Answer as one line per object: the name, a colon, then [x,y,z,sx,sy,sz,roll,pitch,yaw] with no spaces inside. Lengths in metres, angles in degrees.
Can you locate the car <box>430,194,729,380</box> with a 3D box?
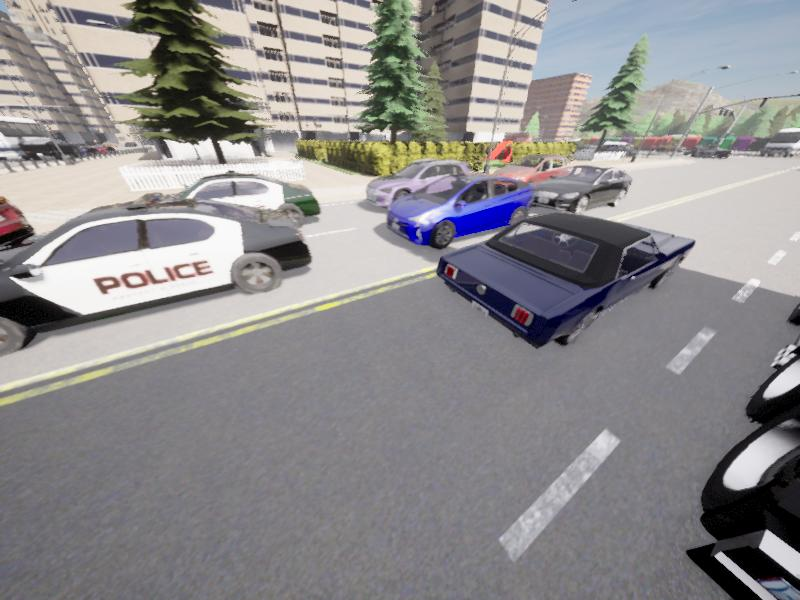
car: [3.041,-0.738,3.966,4.718,1.301,1.895,-18,39,-24]

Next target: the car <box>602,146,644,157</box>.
car: [39.807,-26.663,41.419,2.128,1.511,4.902,-18,39,-25]

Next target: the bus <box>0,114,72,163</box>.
bus: [-45.859,-19.066,27.261,3.944,4.253,10.273,-18,39,-24]

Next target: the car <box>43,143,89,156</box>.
car: [-50.883,-23.065,35.363,2.128,1.511,4.902,-18,39,-24]

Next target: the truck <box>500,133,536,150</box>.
truck: [33.740,-45.523,66.449,2.891,3.827,8.468,-18,39,-25]

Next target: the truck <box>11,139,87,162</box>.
truck: [-41.712,-18.111,27.812,2.390,2.098,6.274,-17,39,-24]

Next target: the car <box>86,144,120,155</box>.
car: [-48.655,-24.789,37.988,1.994,1.385,4.181,-18,39,-24]

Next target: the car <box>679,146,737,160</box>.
car: [50.078,-24.111,37.734,1.930,1.638,5.238,-11,37,-17]

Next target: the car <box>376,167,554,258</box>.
car: [1.841,-2.749,6.645,4.514,1.525,2.007,-18,39,-24]

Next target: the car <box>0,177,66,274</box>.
car: [-10.465,-1.093,4.144,4.514,1.525,2.007,-17,38,-23]

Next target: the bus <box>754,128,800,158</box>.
bus: [71.261,-28.761,42.330,10.273,4.253,3.944,-17,39,-24]

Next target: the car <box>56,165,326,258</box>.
car: [-5.035,-2.821,6.678,4.974,1.542,2.038,-18,39,-24]

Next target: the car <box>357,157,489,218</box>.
car: [0.988,-4.821,9.528,4.856,1.649,2.033,-18,39,-24]

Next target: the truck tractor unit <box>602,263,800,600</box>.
truck tractor unit: [5.115,-0.295,0.786,6.516,4.208,3.053,-18,39,-24]

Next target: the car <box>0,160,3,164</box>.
car: [-41.054,-13.338,21.371,2.152,1.651,5.027,-18,39,-25]

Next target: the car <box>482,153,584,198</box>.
car: [7.076,-6.823,12.428,4.611,1.667,2.242,-18,39,-25]

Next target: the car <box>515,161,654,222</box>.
car: [7.355,-4.539,9.286,4.902,1.511,2.128,-18,39,-24]

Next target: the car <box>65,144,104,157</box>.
car: [-45.443,-21.641,33.400,1.816,1.474,4.193,-18,39,-24]

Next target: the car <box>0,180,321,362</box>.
car: [-4.205,-0.783,3.756,4.974,1.542,2.038,-18,39,-24]
